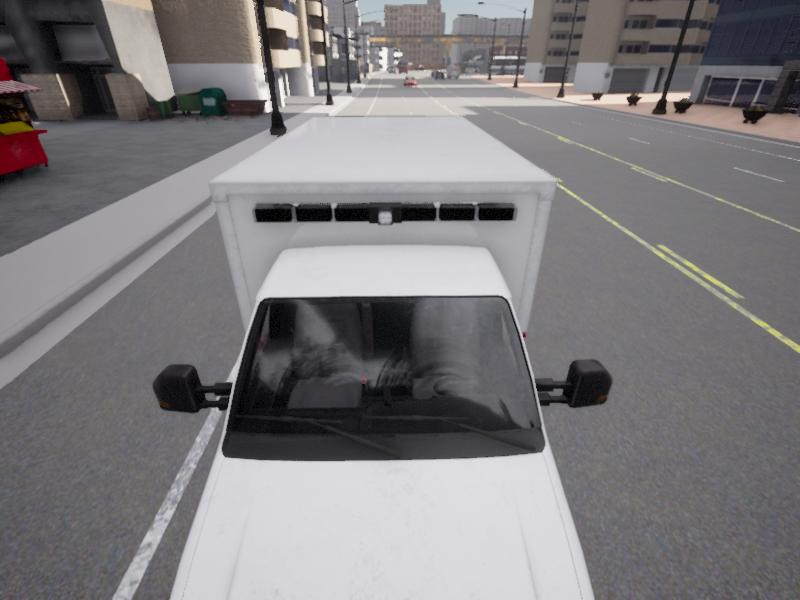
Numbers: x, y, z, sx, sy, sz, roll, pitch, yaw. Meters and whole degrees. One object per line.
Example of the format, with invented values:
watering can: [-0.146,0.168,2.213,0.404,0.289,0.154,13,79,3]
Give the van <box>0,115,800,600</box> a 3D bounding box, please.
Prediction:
van: [-0.120,-0.225,4.055,2.351,2.431,6.366,-1,30,-1]

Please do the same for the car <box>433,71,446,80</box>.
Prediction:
car: [8.347,-47.740,85.117,2.128,1.511,4.902,-1,32,-1]

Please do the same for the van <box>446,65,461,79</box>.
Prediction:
van: [11.748,-50.635,88.873,2.351,2.431,6.366,-1,31,-1]

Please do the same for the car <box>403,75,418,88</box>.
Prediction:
car: [1.768,-37.381,68.417,2.242,1.667,4.611,-1,32,-1]

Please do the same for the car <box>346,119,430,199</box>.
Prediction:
car: [-0.345,-4.646,12.661,2.128,1.511,4.902,-1,30,-1]

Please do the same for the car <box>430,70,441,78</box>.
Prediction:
car: [8.170,-52.066,92.213,2.033,1.411,5.357,-1,31,-1]
